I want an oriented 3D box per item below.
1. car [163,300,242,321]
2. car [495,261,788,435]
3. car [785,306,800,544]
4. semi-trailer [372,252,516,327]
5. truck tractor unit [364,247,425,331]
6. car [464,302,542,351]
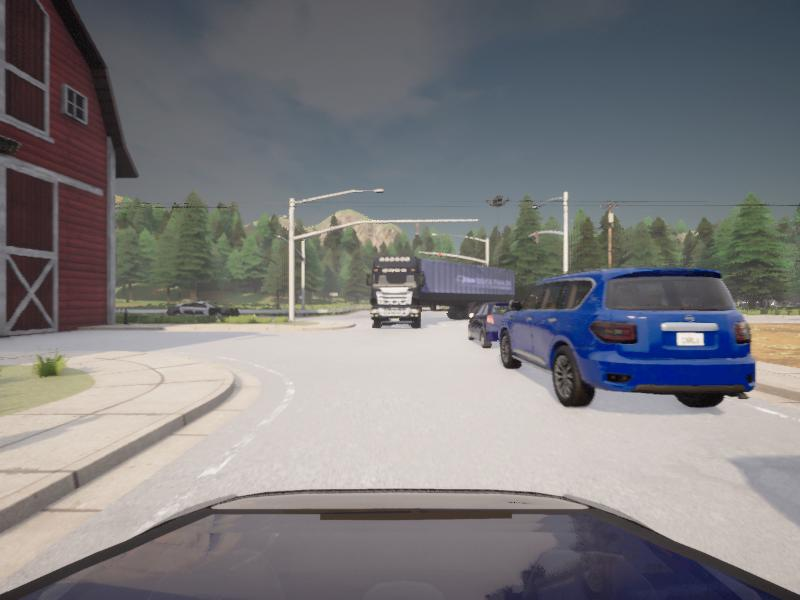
[{"bbox_3d":[-15.326,0.797,31.210,5.238,1.638,1.930,0,0,1],"label":"car"},{"bbox_3d":[3.495,0.568,7.486,2.150,2.045,5.566,0,0,0],"label":"car"},{"bbox_3d":[3.502,0.815,0.854,1.789,1.549,3.705,0,0,0],"label":"car"},{"bbox_3d":[4.067,-0.617,29.771,2.717,4.402,14.254,-1,-1,42],"label":"semi-trailer"},{"bbox_3d":[-0.093,-0.523,23.425,3.053,4.208,6.516,0,0,4],"label":"truck tractor unit"},{"bbox_3d":[3.505,0.822,14.264,1.845,1.501,3.633,0,0,0],"label":"car"}]
